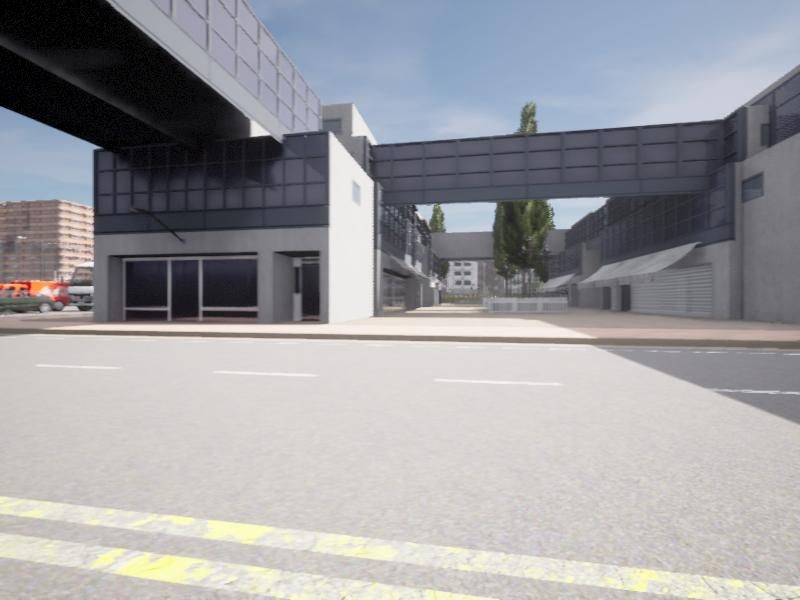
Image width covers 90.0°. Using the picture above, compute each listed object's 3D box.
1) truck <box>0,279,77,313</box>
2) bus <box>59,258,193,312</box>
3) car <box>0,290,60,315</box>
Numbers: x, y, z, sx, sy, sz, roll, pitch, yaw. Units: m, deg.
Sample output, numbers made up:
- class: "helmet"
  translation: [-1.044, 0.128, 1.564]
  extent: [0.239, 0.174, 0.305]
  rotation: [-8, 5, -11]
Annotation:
- class: "truck"
  translation: [-29.320, -0.271, 31.815]
  extent: [2.627, 2.467, 5.204]
  rotation: [0, 0, 12]
- class: "bus"
  translation: [-24.544, -1.170, 36.954]
  extent: [3.944, 4.253, 10.273]
  rotation: [0, 0, 12]
- class: "car"
  translation: [-26.671, 0.157, 27.336]
  extent: [2.152, 1.651, 5.027]
  rotation: [0, 0, 10]
